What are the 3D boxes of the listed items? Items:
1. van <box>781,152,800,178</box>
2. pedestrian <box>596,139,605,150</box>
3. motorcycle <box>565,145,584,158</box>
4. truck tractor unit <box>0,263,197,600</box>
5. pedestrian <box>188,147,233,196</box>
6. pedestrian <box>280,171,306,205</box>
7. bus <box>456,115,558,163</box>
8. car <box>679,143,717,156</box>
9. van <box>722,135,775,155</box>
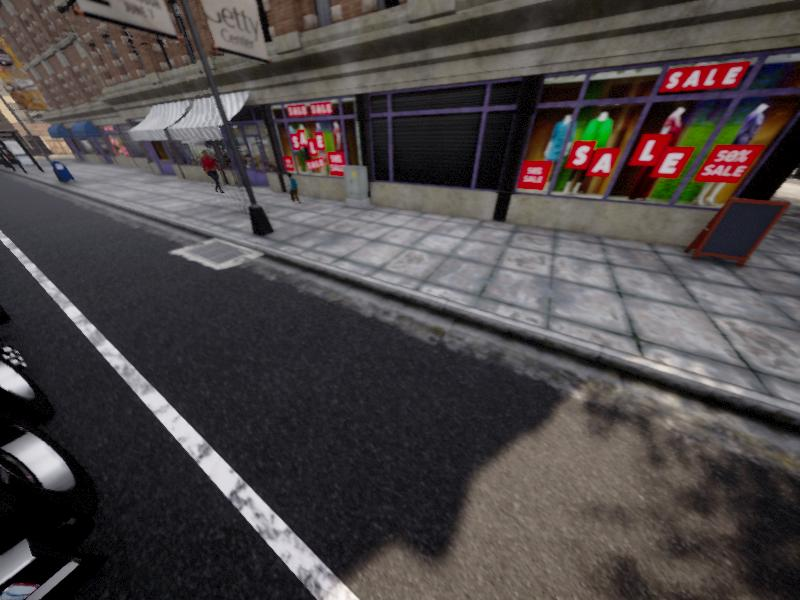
[{"bbox_3d":[27.910,-8.684,14.025,1.988,2.561,5.915,18,39,24],"label":"van"},{"bbox_3d":[43.370,-33.642,50.037,0.751,1.860,0.751,15,38,20],"label":"pedestrian"},{"bbox_3d":[24.671,-21.084,32.735,0.764,1.277,2.356,-9,34,6],"label":"motorcycle"},{"bbox_3d":[-5.110,-0.304,0.783,6.516,4.208,3.053,18,39,24],"label":"truck tractor unit"},{"bbox_3d":[-8.585,-5.854,10.538,0.751,1.860,0.751,19,39,26],"label":"pedestrian"},{"bbox_3d":[-4.188,-4.399,9.077,0.500,1.100,0.500,26,43,32],"label":"pedestrian"},{"bbox_3d":[12.762,-19.702,28.476,10.273,4.253,3.944,18,39,24],"label":"bus"},{"bbox_3d":[47.931,-24.353,37.271,2.128,1.511,4.902,18,39,24],"label":"car"},{"bbox_3d":[56.477,-25.298,37.654,1.988,2.561,5.915,18,39,24],"label":"van"}]
